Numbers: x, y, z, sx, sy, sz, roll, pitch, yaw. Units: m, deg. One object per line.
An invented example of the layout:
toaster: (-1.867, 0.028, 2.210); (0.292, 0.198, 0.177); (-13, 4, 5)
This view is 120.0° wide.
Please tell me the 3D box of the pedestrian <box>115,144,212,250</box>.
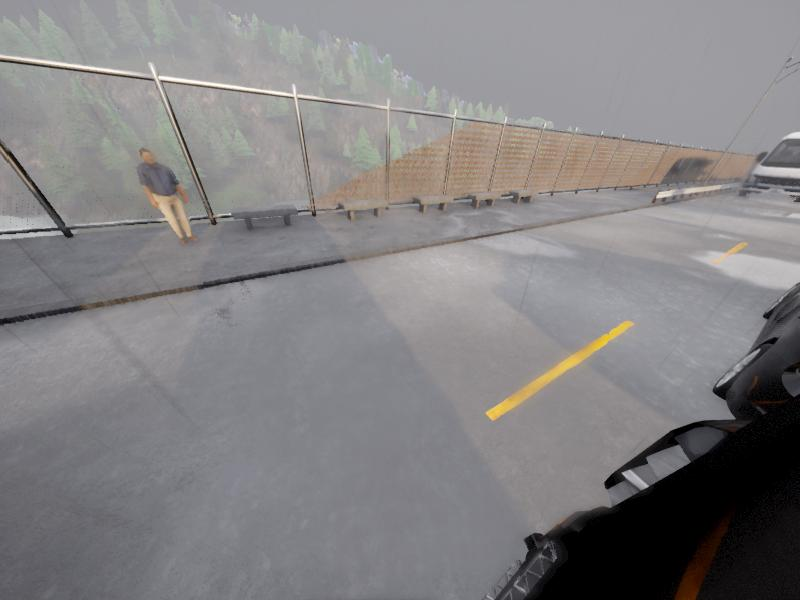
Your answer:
pedestrian: (-4.873, -2.134, 4.867); (0.751, 1.860, 0.751); (30, 42, 35)

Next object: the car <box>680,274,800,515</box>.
car: (5.342, 0.499, 2.208); (5.008, 1.535, 1.882); (-16, 38, -26)

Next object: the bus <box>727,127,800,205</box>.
bus: (30.427, -10.081, 17.603); (10.273, 4.253, 3.944); (-18, 39, -29)

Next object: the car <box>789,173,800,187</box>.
car: (54.379, -16.030, 30.817); (3.705, 1.549, 1.789); (-16, 38, -26)

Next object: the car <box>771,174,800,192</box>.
car: (42.607, -12.646, 24.896); (3.806, 1.475, 1.970); (-16, 38, -26)

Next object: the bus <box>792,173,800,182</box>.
bus: (72.409, -22.197, 39.029); (10.273, 4.253, 3.944); (-16, 38, -26)
